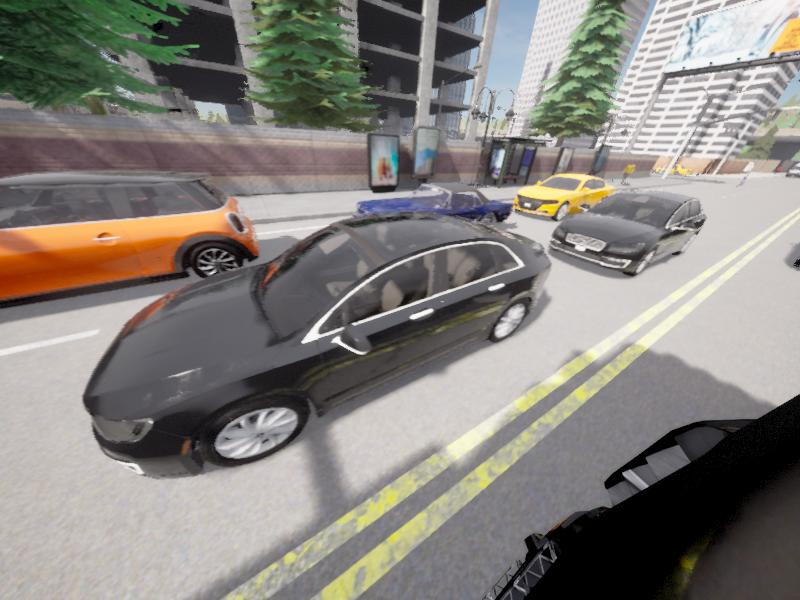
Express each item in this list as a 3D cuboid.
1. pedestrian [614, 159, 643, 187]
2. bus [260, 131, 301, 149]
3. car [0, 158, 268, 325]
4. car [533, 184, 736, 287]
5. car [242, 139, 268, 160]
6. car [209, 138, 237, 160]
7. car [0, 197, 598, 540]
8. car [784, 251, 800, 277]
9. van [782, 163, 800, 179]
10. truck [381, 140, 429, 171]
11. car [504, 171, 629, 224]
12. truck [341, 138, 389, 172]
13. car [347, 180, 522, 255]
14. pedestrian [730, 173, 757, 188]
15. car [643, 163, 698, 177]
[{"bbox_3d":[18.467,-10.292,18.725,0.751,1.860,0.751,-14,37,-23],"label":"pedestrian"},{"bbox_3d":[-37.867,-50.813,73.487,10.273,4.253,3.944,-16,38,-26],"label":"bus"},{"bbox_3d":[-4.966,-1.145,3.667,4.553,1.767,2.097,-16,38,-26],"label":"car"},{"bbox_3d":[6.034,-1.942,5.940,4.892,1.490,1.837,-16,38,-26],"label":"car"},{"bbox_3d":[-16.865,-17.425,26.772,1.905,1.878,3.866,-16,38,-26],"label":"car"},{"bbox_3d":[-19.405,-16.691,25.485,1.905,1.878,3.866,-16,38,-26],"label":"car"},{"bbox_3d":[-0.199,-0.147,2.792,4.892,1.490,1.837,-16,38,-26],"label":"car"},{"bbox_3d":[12.174,-1.530,5.641,5.238,1.638,1.930,-16,38,-26],"label":"car"},{"bbox_3d":[80.026,-25.919,46.349,5.915,2.561,1.988,-16,38,-26],"label":"van"},{"bbox_3d":[0.305,-15.122,24.112,2.615,2.467,5.204,-16,38,-26],"label":"truck"},{"bbox_3d":[7.077,-4.503,9.819,5.008,1.535,1.882,-16,38,-26],"label":"car"},{"bbox_3d":[-3.419,-14.047,22.226,2.615,2.467,5.204,-16,38,-26],"label":"truck"},{"bbox_3d":[1.079,-2.680,6.861,4.718,1.301,1.895,-16,38,-26],"label":"car"},{"bbox_3d":[35.525,-12.380,23.889,0.751,1.300,0.751,-1,34,-5],"label":"pedestrian"},{"bbox_3d":[43.198,-20.934,37.069,1.801,1.575,5.366,-14,37,-24],"label":"car"}]
